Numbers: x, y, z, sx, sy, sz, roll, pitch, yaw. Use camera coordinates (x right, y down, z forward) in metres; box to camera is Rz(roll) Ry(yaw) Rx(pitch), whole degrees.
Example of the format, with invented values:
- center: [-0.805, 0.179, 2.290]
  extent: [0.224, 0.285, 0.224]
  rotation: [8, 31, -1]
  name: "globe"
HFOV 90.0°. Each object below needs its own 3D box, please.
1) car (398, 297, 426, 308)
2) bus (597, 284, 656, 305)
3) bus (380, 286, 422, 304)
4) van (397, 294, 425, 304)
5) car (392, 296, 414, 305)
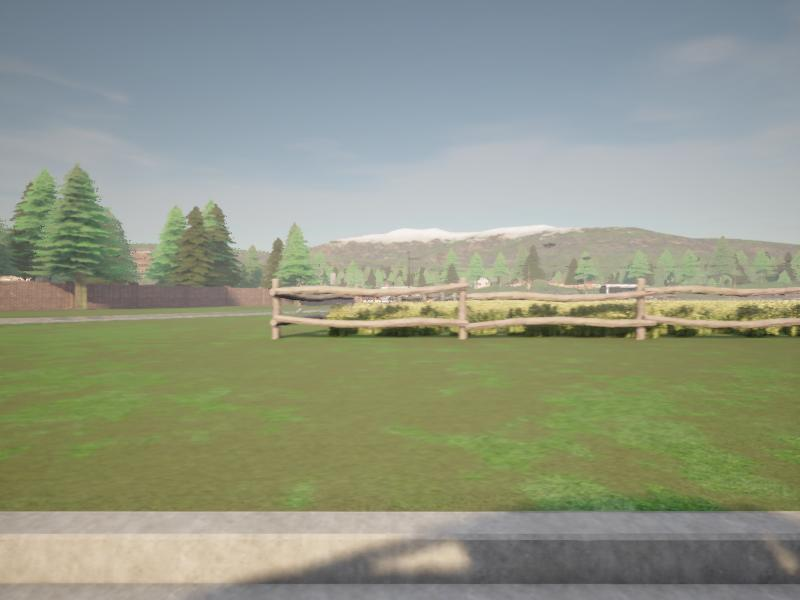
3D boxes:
- center: [1.587, 0.307, 50.433]
  extent: [1.994, 1.385, 4.181]
  rotation: [0, 0, 25]
  name: "car"
- center: [47.946, -1.147, 84.839]
  extent: [10.273, 4.253, 3.944]
  rotation: [0, 0, 0]
  name: "bus"
- center: [0.226, -1.139, 98.618]
  extent: [10.273, 4.253, 3.944]
  rotation: [0, 0, 0]
  name: "bus"
- center: [2.564, -0.227, 95.006]
  extent: [6.366, 2.431, 2.351]
  rotation: [0, 0, 0]
  name: "van"
- center: [0.680, 0.053, 84.498]
  extent: [4.605, 1.855, 1.932]
  rotation: [0, 0, 0]
  name: "car"
